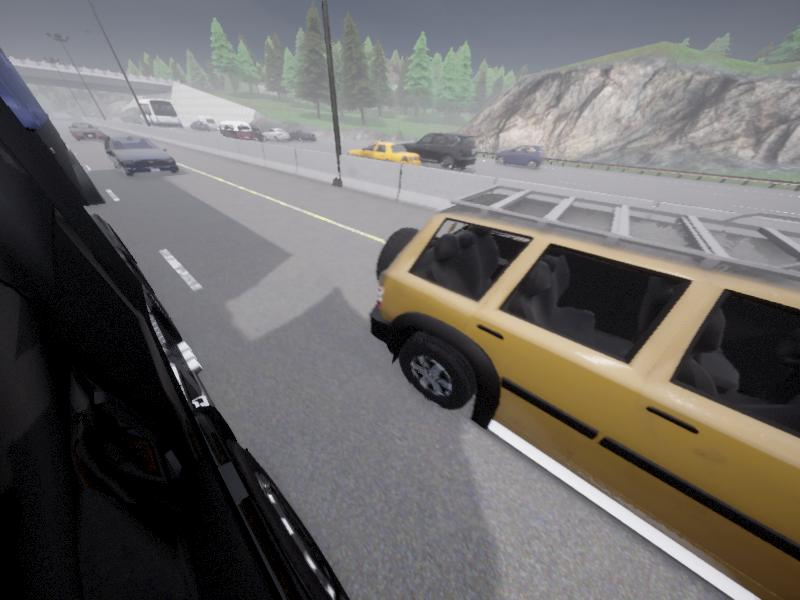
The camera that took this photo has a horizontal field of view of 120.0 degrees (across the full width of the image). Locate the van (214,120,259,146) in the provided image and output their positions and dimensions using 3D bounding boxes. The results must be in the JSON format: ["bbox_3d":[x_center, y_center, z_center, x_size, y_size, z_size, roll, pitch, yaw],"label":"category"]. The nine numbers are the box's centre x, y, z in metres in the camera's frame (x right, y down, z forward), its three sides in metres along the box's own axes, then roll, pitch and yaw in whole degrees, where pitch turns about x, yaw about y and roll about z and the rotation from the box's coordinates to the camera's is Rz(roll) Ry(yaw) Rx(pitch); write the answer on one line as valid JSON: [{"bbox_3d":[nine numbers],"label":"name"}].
[{"bbox_3d":[-17.591,-17.964,24.887,4.480,2.038,2.069,28,43,29],"label":"van"}]

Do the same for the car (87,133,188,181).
[{"bbox_3d":[-12.567,-6.966,11.012,5.357,1.411,2.033,28,43,29],"label":"car"}]

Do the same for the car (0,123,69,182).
[{"bbox_3d":[-16.280,-6.303,9.679,4.856,1.649,2.033,28,43,29],"label":"car"}]

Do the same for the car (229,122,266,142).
[{"bbox_3d":[-19.755,-21.727,29.928,4.605,1.855,1.932,28,43,29],"label":"car"}]

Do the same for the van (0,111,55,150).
[{"bbox_3d":[-27.082,-12.100,16.385,4.480,2.038,2.069,28,43,29],"label":"van"}]

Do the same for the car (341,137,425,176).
[{"bbox_3d":[-1.195,-9.222,14.643,5.366,1.575,1.801,28,43,29],"label":"car"}]

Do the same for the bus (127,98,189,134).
[{"bbox_3d":[-40.534,-30.738,38.645,10.273,4.253,3.944,28,43,29],"label":"bus"}]

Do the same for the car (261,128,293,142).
[{"bbox_3d":[-17.029,-22.827,31.949,4.674,1.442,1.812,27,43,29],"label":"car"}]

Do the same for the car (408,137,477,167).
[{"bbox_3d":[3.322,-12.289,19.024,5.027,1.651,2.152,28,43,29],"label":"car"}]

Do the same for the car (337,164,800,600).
[{"bbox_3d":[1.902,0.384,1.717,4.605,1.855,1.932,27,43,29],"label":"car"}]

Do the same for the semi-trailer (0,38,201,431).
[{"bbox_3d":[-8.672,-3.622,4.254,14.254,4.402,2.717,28,44,30],"label":"semi-trailer"}]

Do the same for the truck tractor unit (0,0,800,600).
[{"bbox_3d":[-2.645,-0.295,0.351,6.516,4.208,3.053,28,44,30],"label":"truck tractor unit"}]

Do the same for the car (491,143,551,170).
[{"bbox_3d":[9.702,-11.628,18.643,3.633,1.501,1.845,28,43,29],"label":"car"}]

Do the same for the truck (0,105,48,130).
[{"bbox_3d":[-52.421,-25.485,32.296,5.204,2.467,2.627,27,43,30],"label":"truck"}]

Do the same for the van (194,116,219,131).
[{"bbox_3d":[-43.674,-39.878,52.124,5.915,2.561,1.988,28,43,29],"label":"van"}]

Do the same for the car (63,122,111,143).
[{"bbox_3d":[-29.467,-15.769,21.713,4.181,1.385,1.994,28,43,29],"label":"car"}]

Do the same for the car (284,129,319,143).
[{"bbox_3d":[-14.541,-24.216,34.020,5.357,1.411,2.033,28,43,29],"label":"car"}]

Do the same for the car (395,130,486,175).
[{"bbox_3d":[2.525,-10.178,15.783,5.566,2.045,2.150,28,43,29],"label":"car"}]

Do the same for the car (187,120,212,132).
[{"bbox_3d":[-40.745,-35.288,46.890,4.611,1.667,2.242,28,43,29],"label":"car"}]
